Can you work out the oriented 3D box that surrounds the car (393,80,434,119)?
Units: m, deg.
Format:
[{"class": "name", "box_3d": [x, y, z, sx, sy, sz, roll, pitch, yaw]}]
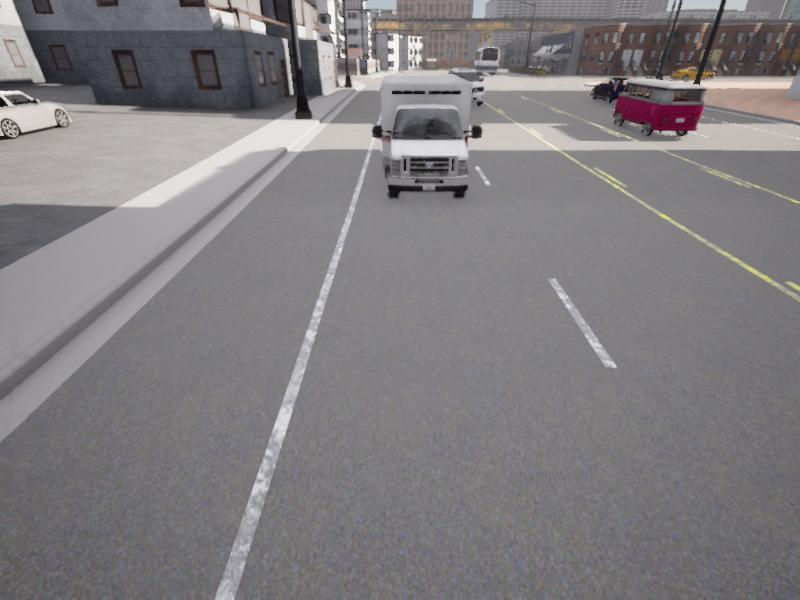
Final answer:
[{"class": "car", "box_3d": [0.696, -11.564, 22.922, 2.128, 1.511, 4.902, 0, 32, 0]}]

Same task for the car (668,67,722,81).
[{"class": "car", "box_3d": [37.042, -28.479, 50.398, 5.008, 1.535, 1.882, 1, 31, 1]}]

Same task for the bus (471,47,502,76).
[{"class": "bus", "box_3d": [15.664, -43.756, 73.353, 3.944, 4.253, 10.273, 2, 31, 3]}]

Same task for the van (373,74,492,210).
[{"class": "van", "box_3d": [0.653, -4.793, 11.253, 2.351, 2.431, 6.366, 0, 32, 0]}]

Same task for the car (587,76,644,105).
[{"class": "car", "box_3d": [14.717, -14.488, 27.565, 1.845, 1.501, 3.633, 0, 32, 0]}]

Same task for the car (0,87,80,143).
[{"class": "car", "box_3d": [-14.807, -7.155, 15.269, 1.970, 1.475, 3.806, 0, 32, 0]}]

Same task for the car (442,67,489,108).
[{"class": "car", "box_3d": [4.212, -14.276, 26.742, 2.150, 2.045, 5.566, 0, 32, 0]}]

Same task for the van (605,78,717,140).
[{"class": "van", "box_3d": [11.176, -8.527, 17.634, 1.775, 1.987, 4.442, 0, 32, 0]}]
